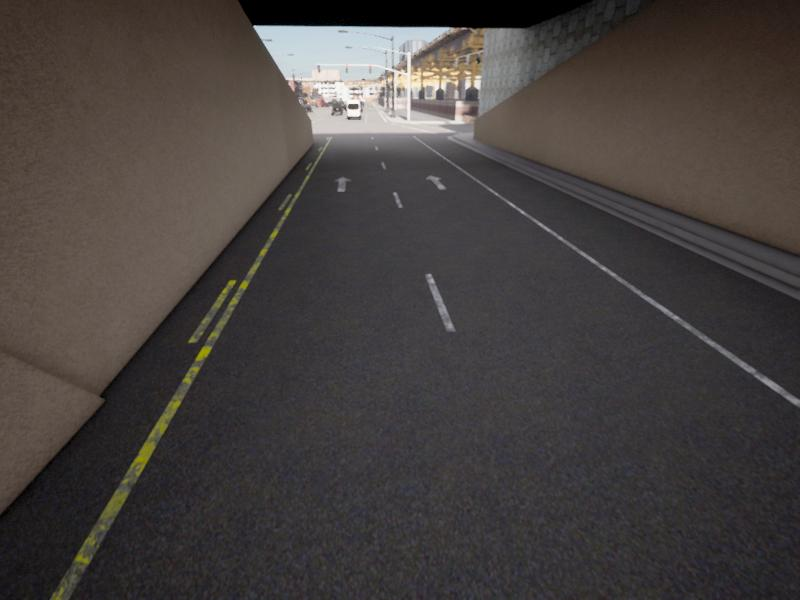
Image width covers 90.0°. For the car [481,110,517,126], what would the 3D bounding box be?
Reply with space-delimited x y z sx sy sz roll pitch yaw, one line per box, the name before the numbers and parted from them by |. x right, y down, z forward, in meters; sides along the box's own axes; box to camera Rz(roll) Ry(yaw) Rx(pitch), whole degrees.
car | 11.881 -21.803 47.742 2.038 1.542 4.974 20 33 34

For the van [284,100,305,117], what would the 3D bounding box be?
van | -18.310 -33.482 69.817 2.351 2.431 6.366 -2 27 -5

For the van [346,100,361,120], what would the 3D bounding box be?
van | -6.887 -28.660 60.200 1.988 2.561 5.915 -2 27 -4

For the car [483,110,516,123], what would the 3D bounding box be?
car | 11.914 -21.961 47.707 1.853 1.218 4.536 20 33 34

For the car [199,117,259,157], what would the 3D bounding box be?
car | -10.163 -9.983 24.266 1.932 1.855 4.605 -3 27 -5

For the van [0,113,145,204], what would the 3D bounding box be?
van | -12.667 -5.604 15.062 2.351 2.431 6.366 -3 27 -5
